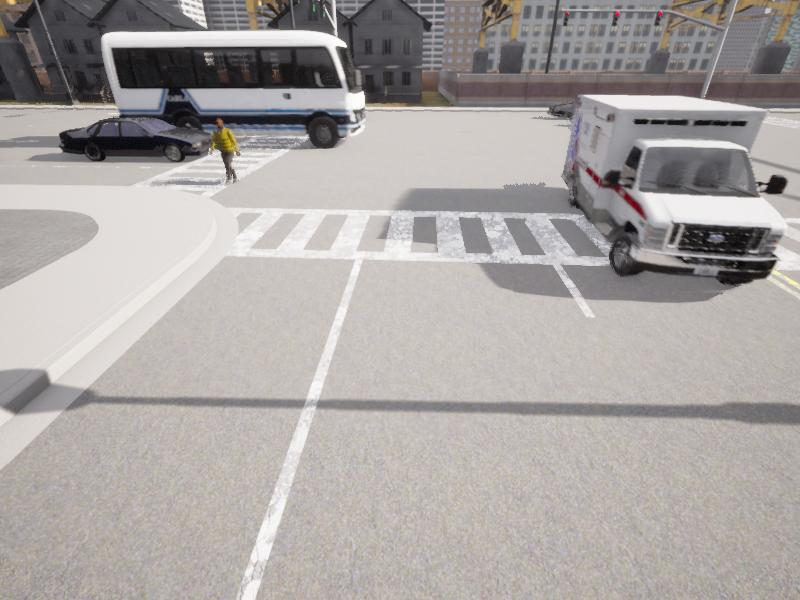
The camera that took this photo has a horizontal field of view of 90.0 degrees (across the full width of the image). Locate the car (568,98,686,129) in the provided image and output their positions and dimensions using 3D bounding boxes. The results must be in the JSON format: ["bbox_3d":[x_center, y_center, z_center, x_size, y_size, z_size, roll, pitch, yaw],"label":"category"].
[{"bbox_3d":[12.920,-10.792,23.120,5.357,1.411,2.033,2,30,3],"label":"car"}]

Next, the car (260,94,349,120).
[{"bbox_3d":[-6.340,-13.068,27.018,5.357,1.411,2.033,2,30,3],"label":"car"}]

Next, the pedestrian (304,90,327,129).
[{"bbox_3d":[-4.665,-10.551,22.197,0.751,1.860,0.751,-24,38,-35],"label":"pedestrian"}]

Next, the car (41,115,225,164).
[{"bbox_3d":[-9.796,-6.086,15.061,5.357,1.411,2.033,1,30,2],"label":"car"}]

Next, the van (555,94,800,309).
[{"bbox_3d":[5.000,-2.599,8.064,2.351,2.431,6.366,6,31,10],"label":"van"}]

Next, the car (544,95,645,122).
[{"bbox_3d":[12.557,-12.569,26.163,5.357,1.411,2.033,1,30,3],"label":"car"}]

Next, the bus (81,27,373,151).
[{"bbox_3d":[-6.566,-9.066,17.333,10.273,4.253,3.944,1,30,3],"label":"bus"}]

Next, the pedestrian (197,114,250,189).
[{"bbox_3d":[-4.895,-4.144,11.224,0.751,1.860,0.751,2,30,3],"label":"pedestrian"}]
